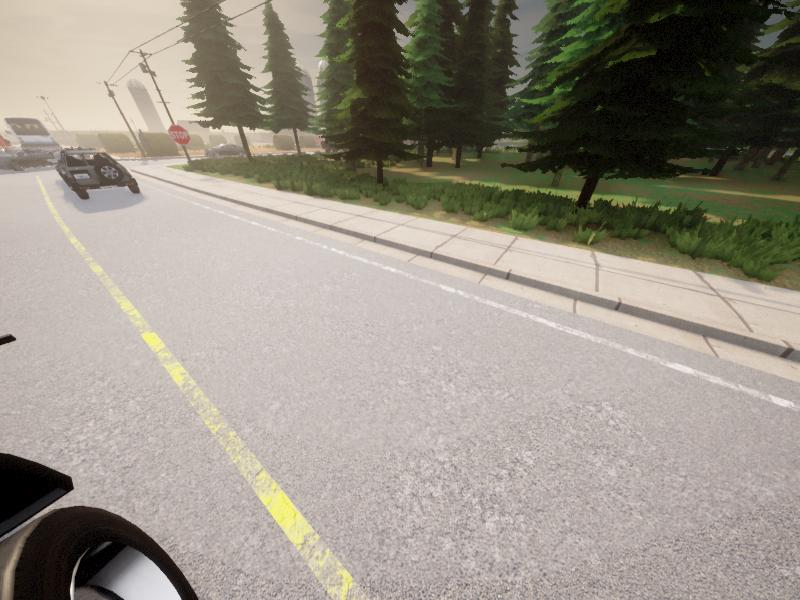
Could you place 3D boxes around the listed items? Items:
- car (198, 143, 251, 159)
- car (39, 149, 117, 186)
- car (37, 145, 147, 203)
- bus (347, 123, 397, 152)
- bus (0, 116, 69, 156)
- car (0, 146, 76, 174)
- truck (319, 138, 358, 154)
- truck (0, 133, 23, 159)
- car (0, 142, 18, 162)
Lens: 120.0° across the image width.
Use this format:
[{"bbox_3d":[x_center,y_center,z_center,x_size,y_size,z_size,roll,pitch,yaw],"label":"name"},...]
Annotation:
[{"bbox_3d":[-22.850,-19.552,30.248,2.128,1.511,4.902,21,40,27],"label":"car"},{"bbox_3d":[-19.326,-8.062,13.887,4.514,1.525,2.007,25,42,31],"label":"car"},{"bbox_3d":[-14.101,-5.926,10.585,4.605,1.855,1.932,23,41,29],"label":"car"},{"bbox_3d":[-5.176,-32.263,46.039,3.944,4.253,10.273,21,40,27],"label":"bus"},{"bbox_3d":[-54.145,-24.097,34.035,10.273,4.253,3.944,23,41,29],"label":"bus"},{"bbox_3d":[-29.218,-10.852,17.804,2.128,1.511,4.902,-6,36,-8],"label":"car"},{"bbox_3d":[-10.477,-26.739,40.028,2.390,2.098,6.274,21,40,27],"label":"truck"},{"bbox_3d":[-48.471,-18.480,27.655,5.204,2.467,2.627,23,41,29],"label":"truck"},{"bbox_3d":[-42.941,-15.731,24.539,3.988,1.617,1.851,23,41,29],"label":"car"}]
